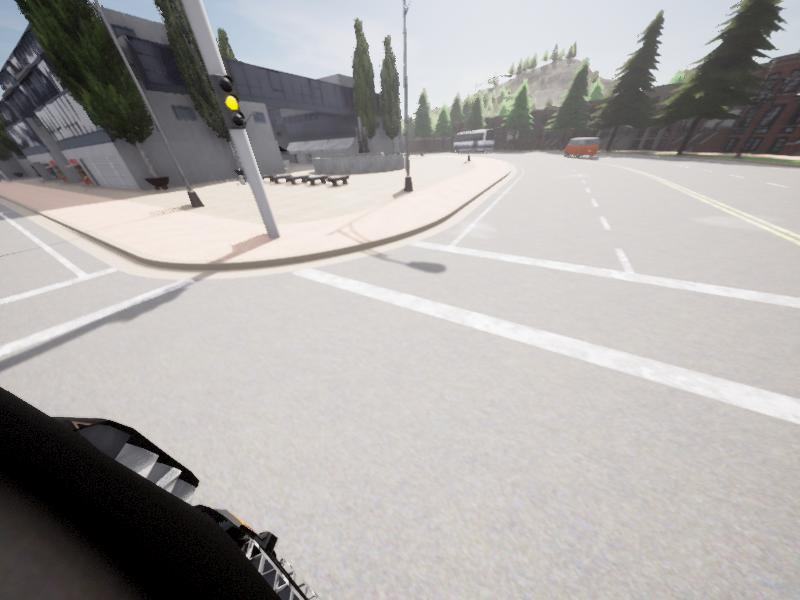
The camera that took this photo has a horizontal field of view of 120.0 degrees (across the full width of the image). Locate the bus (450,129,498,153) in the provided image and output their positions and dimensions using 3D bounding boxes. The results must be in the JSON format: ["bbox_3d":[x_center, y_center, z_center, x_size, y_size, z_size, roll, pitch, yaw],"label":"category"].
[{"bbox_3d":[16.643,-36.533,53.413,3.944,4.253,10.273,-20,37,-25],"label":"bus"}]

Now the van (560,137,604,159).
[{"bbox_3d":[21.485,-18.162,27.581,1.775,1.987,4.442,1,34,6],"label":"van"}]
